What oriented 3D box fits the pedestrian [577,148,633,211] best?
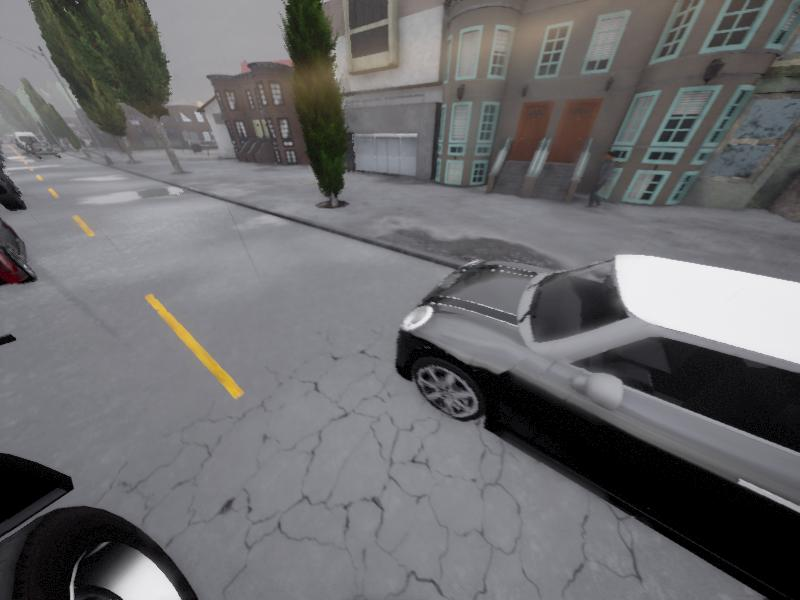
[{"bbox_3d":[7.157,-4.251,8.197,0.751,1.860,0.751,19,39,24],"label":"pedestrian"}]

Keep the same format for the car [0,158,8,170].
[{"bbox_3d":[-33.364,-11.277,18.247,5.366,1.575,1.801,22,41,28],"label":"car"}]

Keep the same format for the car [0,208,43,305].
[{"bbox_3d":[-8.516,-0.931,3.970,4.181,1.385,1.994,23,41,28],"label":"car"}]

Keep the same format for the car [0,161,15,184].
[{"bbox_3d":[-24.534,-7.602,13.171,4.902,1.511,2.128,22,41,28],"label":"car"}]

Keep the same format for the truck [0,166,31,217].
[{"bbox_3d":[-16.209,-4.404,8.198,6.274,2.098,2.390,22,41,28],"label":"truck"}]

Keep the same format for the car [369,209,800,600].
[{"bbox_3d":[1.885,0.482,1.965,3.806,1.475,1.970,22,41,28],"label":"car"}]

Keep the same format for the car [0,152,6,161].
[{"bbox_3d":[-43.561,-15.609,24.046,4.605,1.855,1.932,23,41,28],"label":"car"}]

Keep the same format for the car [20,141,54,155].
[{"bbox_3d":[-51.298,-21.497,32.617,3.988,1.617,1.851,22,41,28],"label":"car"}]

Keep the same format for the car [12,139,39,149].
[{"bbox_3d":[-75.458,-31.464,46.560,4.611,1.667,2.242,22,41,28],"label":"car"}]

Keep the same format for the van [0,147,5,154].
[{"bbox_3d":[-58.733,-22.159,32.596,5.915,2.561,1.988,22,41,28],"label":"van"}]

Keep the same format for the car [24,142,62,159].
[{"bbox_3d":[-42.721,-17.953,27.666,3.705,1.549,1.789,23,41,28],"label":"car"}]

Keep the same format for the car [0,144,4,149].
[{"bbox_3d":[-77.566,-29.614,43.696,4.553,1.767,2.097,22,41,28],"label":"car"}]

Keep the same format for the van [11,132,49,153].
[{"bbox_3d":[-58.138,-24.744,36.271,5.915,2.561,1.988,22,41,28],"label":"van"}]
